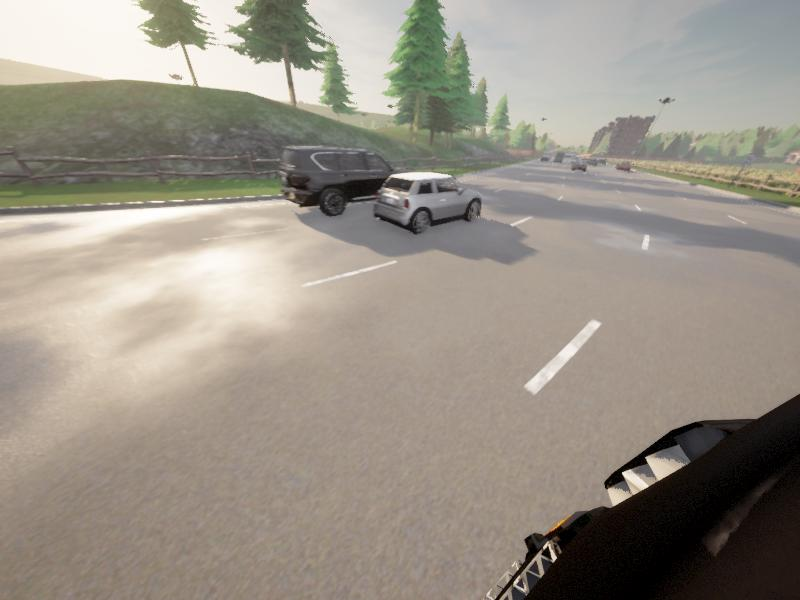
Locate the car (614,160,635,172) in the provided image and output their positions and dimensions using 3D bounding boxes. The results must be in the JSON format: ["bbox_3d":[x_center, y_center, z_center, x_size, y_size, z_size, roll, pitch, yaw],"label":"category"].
[{"bbox_3d":[39.550,-23.681,40.805,1.845,1.501,3.633,20,38,24],"label":"car"}]

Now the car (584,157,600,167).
[{"bbox_3d":[46.217,-33.339,55.706,2.242,1.667,4.611,20,38,24],"label":"car"}]

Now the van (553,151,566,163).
[{"bbox_3d":[42.440,-37.923,61.328,1.988,2.561,5.915,20,38,24],"label":"van"}]

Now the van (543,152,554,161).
[{"bbox_3d":[49.777,-48.219,77.369,2.351,2.431,6.366,20,38,24],"label":"van"}]

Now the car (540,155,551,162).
[{"bbox_3d":[41.970,-40.917,66.609,1.930,1.638,5.238,20,38,24],"label":"car"}]

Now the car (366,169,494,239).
[{"bbox_3d":[1.057,-3.390,7.725,3.806,1.475,1.970,-24,42,-34],"label":"car"}]

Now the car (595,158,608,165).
[{"bbox_3d":[57.592,-39.691,66.055,1.837,1.490,4.892,20,38,24],"label":"car"}]

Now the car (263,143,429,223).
[{"bbox_3d":[-1.710,-4.712,8.980,5.566,2.045,2.150,-24,43,-34],"label":"car"}]

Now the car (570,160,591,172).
[{"bbox_3d":[28.079,-20.992,36.067,2.033,1.411,5.357,20,38,24],"label":"car"}]
